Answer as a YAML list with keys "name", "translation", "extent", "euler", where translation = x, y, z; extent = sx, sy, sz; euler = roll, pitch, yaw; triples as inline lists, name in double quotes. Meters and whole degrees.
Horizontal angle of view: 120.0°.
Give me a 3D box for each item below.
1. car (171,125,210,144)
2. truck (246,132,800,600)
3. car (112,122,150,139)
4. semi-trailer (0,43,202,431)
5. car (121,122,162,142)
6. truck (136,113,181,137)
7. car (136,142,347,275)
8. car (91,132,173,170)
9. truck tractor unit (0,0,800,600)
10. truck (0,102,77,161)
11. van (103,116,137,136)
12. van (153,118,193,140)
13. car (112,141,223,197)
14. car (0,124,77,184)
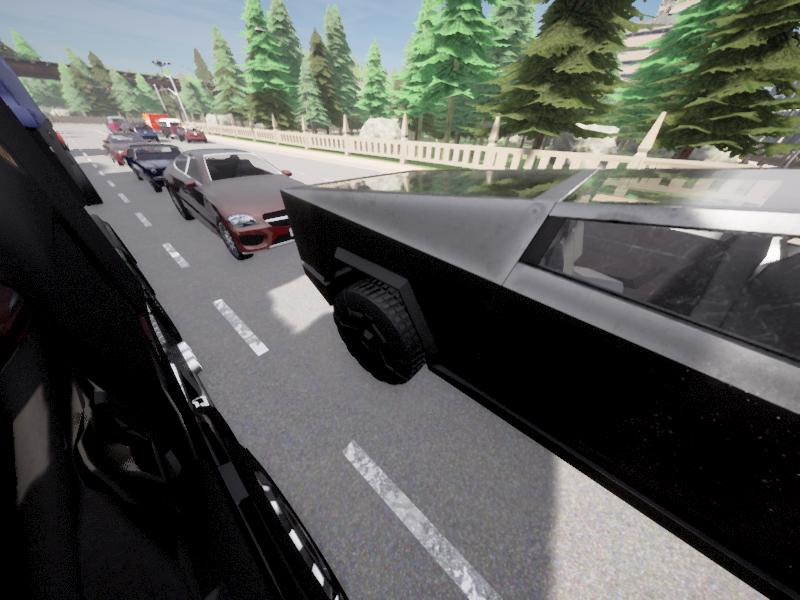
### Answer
- name: "car"
  translation: [-23.148, -18.292, 25.503]
  extent: [3.806, 1.475, 1.970]
  euler: [28, 43, 30]
- name: "truck"
  translation: [1.901, 0.253, 1.654]
  extent: [6.274, 2.098, 2.390]
  euler: [28, 44, 30]
- name: "car"
  translation: [-32.873, -20.700, 28.208]
  extent: [5.357, 1.411, 2.033]
  euler: [28, 44, 30]
- name: "semi-trailer"
  translation: [-8.699, -3.600, 4.234]
  extent: [14.254, 4.402, 2.717]
  euler: [28, 44, 30]
- name: "car"
  translation: [-27.698, -18.033, 24.771]
  extent: [3.988, 1.617, 1.851]
  euler: [28, 44, 30]
- name: "truck"
  translation: [-33.218, -24.060, 31.789]
  extent: [5.204, 2.467, 2.627]
  euler: [28, 44, 30]
- name: "car"
  translation: [-3.838, -2.606, 5.535]
  extent: [5.027, 1.651, 2.152]
  euler: [28, 44, 30]
- name: "car"
  translation: [-14.790, -8.324, 12.744]
  extent: [4.181, 1.385, 1.994]
  euler: [27, 43, 29]
- name: "truck tractor unit"
  translation: [-2.645, -0.295, 0.351]
  extent: [6.516, 4.208, 3.053]
  euler: [28, 44, 30]
- name: "truck"
  translation: [-22.253, -10.018, 13.641]
  extent: [5.204, 2.467, 2.627]
  euler: [28, 44, 30]
- name: "van"
  translation: [-38.298, -23.827, 31.574]
  extent: [4.442, 1.987, 1.775]
  euler: [28, 44, 30]
- name: "van"
  translation: [-27.918, -21.062, 28.452]
  extent: [4.480, 2.038, 2.069]
  euler: [28, 44, 30]
- name: "car"
  translation: [-9.293, -5.374, 9.187]
  extent: [4.718, 1.301, 1.895]
  euler: [28, 44, 30]
- name: "car"
  translation: [-16.097, -6.396, 9.872]
  extent: [5.238, 1.638, 1.930]
  euler: [28, 44, 30]
